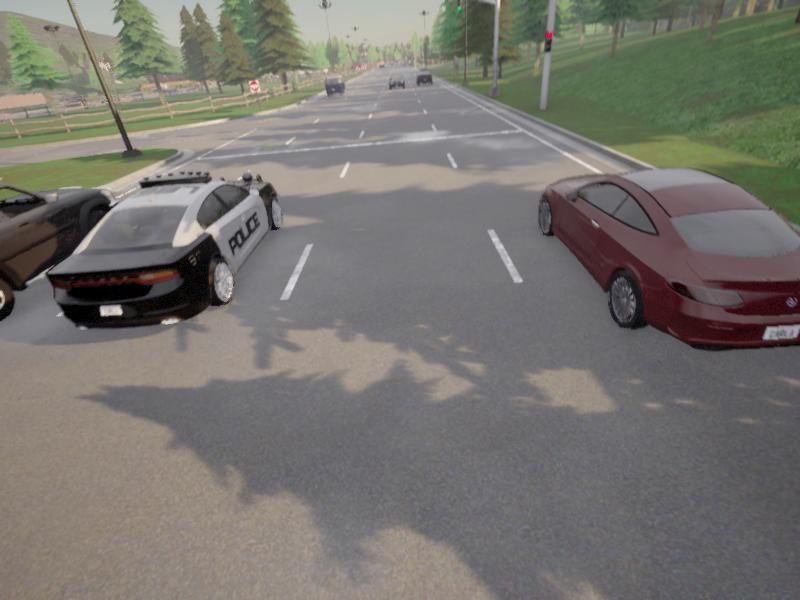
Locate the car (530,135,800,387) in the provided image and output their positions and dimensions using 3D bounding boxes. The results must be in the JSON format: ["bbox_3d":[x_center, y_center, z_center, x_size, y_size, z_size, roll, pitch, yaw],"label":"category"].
[{"bbox_3d":[3.430,-1.041,5.503,1.812,1.442,4.674,-4,31,2],"label":"car"}]

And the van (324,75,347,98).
[{"bbox_3d":[-7.367,-24.559,45.880,1.775,1.987,4.442,-4,31,2],"label":"van"}]

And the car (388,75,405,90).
[{"bbox_3d":[-0.385,-26.531,48.725,1.895,1.301,4.718,-4,31,2],"label":"car"}]

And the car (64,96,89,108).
[{"bbox_3d":[-68.519,-42.029,84.843,1.905,1.878,3.866,-4,31,2],"label":"car"}]

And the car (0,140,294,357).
[{"bbox_3d":[-3.563,-1.383,6.996,1.930,1.638,5.238,-4,31,2],"label":"car"}]

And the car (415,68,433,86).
[{"bbox_3d":[3.068,-28.609,51.300,1.930,1.638,5.238,-4,31,2],"label":"car"}]

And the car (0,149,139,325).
[{"bbox_3d":[-7.060,-1.092,6.837,1.932,1.855,4.605,-4,31,2],"label":"car"}]
